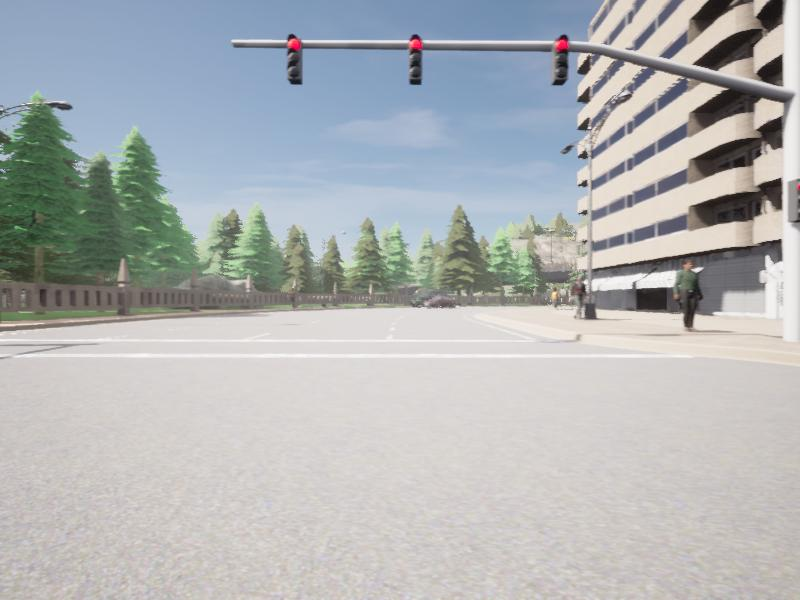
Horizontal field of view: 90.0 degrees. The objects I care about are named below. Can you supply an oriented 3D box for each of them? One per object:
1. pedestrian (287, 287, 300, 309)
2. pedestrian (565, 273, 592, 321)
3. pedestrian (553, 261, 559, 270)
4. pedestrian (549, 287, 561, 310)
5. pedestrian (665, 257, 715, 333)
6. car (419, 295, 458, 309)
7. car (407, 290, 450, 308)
[{"bbox_3d":[-9.087,-0.174,34.149,0.751,1.860,0.751,0,0,19],"label":"pedestrian"},{"bbox_3d":[7.105,-0.131,15.939,0.751,1.860,0.751,0,0,-2],"label":"pedestrian"},{"bbox_3d":[34.062,-7.602,87.297,0.751,1.860,0.751,0,0,-16],"label":"pedestrian"},{"bbox_3d":[12.944,-0.131,33.399,0.751,1.860,0.751,0,0,30],"label":"pedestrian"},{"bbox_3d":[7.325,-0.127,10.128,0.751,1.860,0.751,0,0,5],"label":"pedestrian"},{"bbox_3d":[4.303,0.230,43.900,1.812,1.442,4.674,0,0,41],"label":"car"},{"bbox_3d":[3.526,-0.076,48.324,2.150,2.045,5.566,0,0,45],"label":"car"}]
